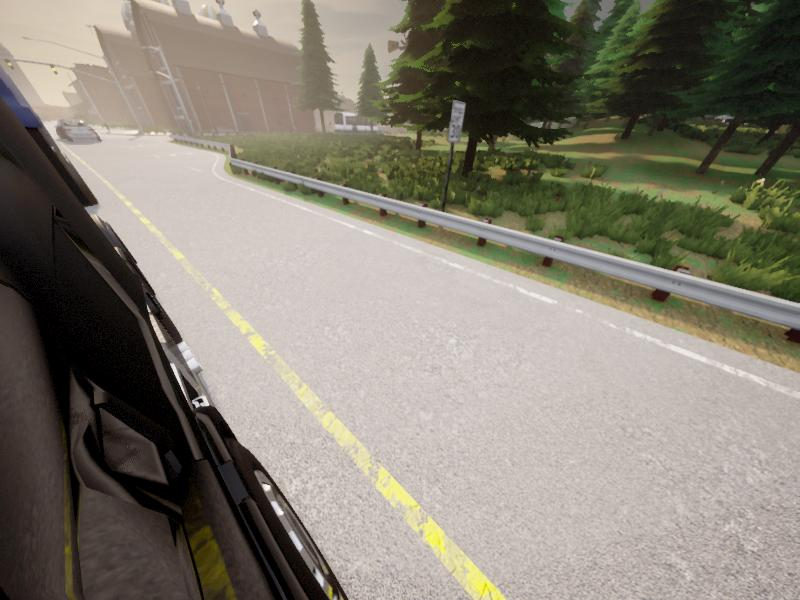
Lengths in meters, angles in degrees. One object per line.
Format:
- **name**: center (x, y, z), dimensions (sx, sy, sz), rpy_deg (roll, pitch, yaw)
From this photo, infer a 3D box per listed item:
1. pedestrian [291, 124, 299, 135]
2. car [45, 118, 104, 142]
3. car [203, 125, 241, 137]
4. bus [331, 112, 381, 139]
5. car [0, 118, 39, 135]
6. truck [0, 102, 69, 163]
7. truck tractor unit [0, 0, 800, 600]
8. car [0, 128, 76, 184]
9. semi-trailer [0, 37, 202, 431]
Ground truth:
- **pedestrian**: center (-21.381, -34.770, 47.104), dimensions (0.751, 1.860, 0.751), rpy_deg (32, 46, 33)
- **car**: center (-31.623, -16.532, 22.471), dimensions (4.611, 1.667, 2.242), rpy_deg (23, 41, 25)
- **car**: center (-27.772, -26.376, 36.178), dimensions (1.994, 1.385, 4.181), rpy_deg (27, 43, 29)
- **bus**: center (-9.152, -37.370, 49.626), dimensions (3.944, 4.253, 10.273), rpy_deg (27, 43, 29)
- **car**: center (-43.459, -19.761, 26.326), dimensions (4.181, 1.385, 1.994), rpy_deg (29, 44, 31)
- **truck**: center (-21.919, -9.513, 12.952), dimensions (5.204, 2.467, 2.627), rpy_deg (28, 43, 28)
- **truck tractor unit**: center (-2.645, -0.295, 0.351), dimensions (6.516, 4.208, 3.053), rpy_deg (28, 44, 30)
- **car**: center (-16.064, -6.209, 9.729), dimensions (4.902, 1.511, 2.128), rpy_deg (27, 43, 29)
- **semi-trailer**: center (-8.748, -3.566, 4.184), dimensions (14.254, 4.402, 2.717), rpy_deg (28, 43, 29)
